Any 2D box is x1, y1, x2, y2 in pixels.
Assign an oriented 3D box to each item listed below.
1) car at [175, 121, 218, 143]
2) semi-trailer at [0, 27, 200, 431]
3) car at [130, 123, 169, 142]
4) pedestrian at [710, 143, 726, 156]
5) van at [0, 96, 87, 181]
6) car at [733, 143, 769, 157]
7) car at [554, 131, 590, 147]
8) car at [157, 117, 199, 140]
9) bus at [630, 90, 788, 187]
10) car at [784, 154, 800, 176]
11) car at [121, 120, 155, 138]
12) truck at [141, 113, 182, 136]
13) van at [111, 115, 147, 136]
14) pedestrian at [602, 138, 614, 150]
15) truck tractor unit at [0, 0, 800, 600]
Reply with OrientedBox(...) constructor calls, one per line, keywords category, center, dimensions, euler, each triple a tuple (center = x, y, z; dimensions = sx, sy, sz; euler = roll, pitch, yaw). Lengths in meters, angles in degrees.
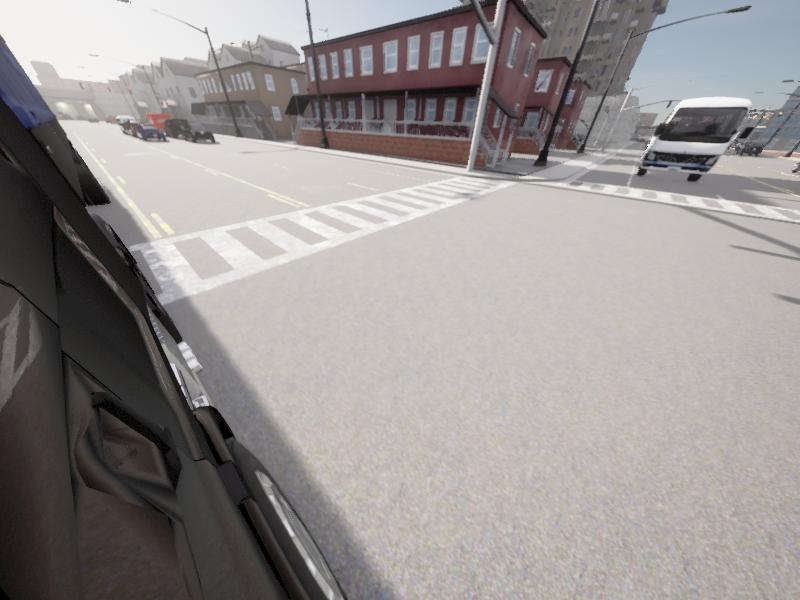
OrientedBox(category="car", center=(-22.645, -18.644, 25.675), dimensions=(4.553, 1.767, 2.097), euler=(29, 44, 31))
OrientedBox(category="semi-trailer", center=(-8.624, -3.647, 4.308), dimensions=(14.254, 4.402, 2.717), euler=(29, 44, 31))
OrientedBox(category="car", center=(-27.328, -18.284, 25.213), dimensions=(4.674, 1.442, 1.812), euler=(29, 44, 31))
OrientedBox(category="pedestrian", center=(57.167, -27.136, 41.579), dimensions=(0.751, 1.860, 0.751), euler=(29, 44, 30))
OrientedBox(category="van", center=(-16.578, -7.272, 10.248), dimensions=(5.915, 2.561, 1.988), euler=(29, 44, 31))
OrientedBox(category="car", center=(66.983, -28.757, 44.207), dimensions=(2.150, 2.045, 5.566), euler=(29, 44, 31))
OrientedBox(category="car", center=(36.062, -33.793, 48.493), dimensions=(5.566, 2.045, 2.150), euler=(33, 46, 27))
OrientedBox(category="car", center=(-28.114, -21.733, 29.263), dimensions=(5.566, 2.045, 2.150), euler=(29, 44, 31))
OrientedBox(category="bus", center=(20.550, -11.479, 16.605), dimensions=(3.944, 4.253, 10.273), euler=(29, 44, 31))
OrientedBox(category="car", center=(36.693, -11.637, 20.046), dimensions=(2.128, 1.511, 4.902), euler=(29, 44, 31))
OrientedBox(category="car", center=(-32.497, -21.198, 28.659), dimensions=(3.988, 1.617, 1.851), euler=(29, 44, 31))
OrientedBox(category="truck", center=(-34.109, -25.119, 33.072), dimensions=(5.204, 2.467, 2.627), euler=(30, 45, 31))
OrientedBox(category="van", center=(-37.125, -23.916, 31.650), dimensions=(4.480, 2.038, 2.069), euler=(29, 44, 30))
OrientedBox(category="pedestrian", center=(38.862, -29.136, 43.135), dimensions=(0.751, 1.860, 0.751), euler=(32, 46, 33))
OrientedBox(category="truck tractor unit", center=(-2.645, -0.295, 0.352), dimensions=(6.516, 4.208, 3.053), euler=(28, 44, 30))
